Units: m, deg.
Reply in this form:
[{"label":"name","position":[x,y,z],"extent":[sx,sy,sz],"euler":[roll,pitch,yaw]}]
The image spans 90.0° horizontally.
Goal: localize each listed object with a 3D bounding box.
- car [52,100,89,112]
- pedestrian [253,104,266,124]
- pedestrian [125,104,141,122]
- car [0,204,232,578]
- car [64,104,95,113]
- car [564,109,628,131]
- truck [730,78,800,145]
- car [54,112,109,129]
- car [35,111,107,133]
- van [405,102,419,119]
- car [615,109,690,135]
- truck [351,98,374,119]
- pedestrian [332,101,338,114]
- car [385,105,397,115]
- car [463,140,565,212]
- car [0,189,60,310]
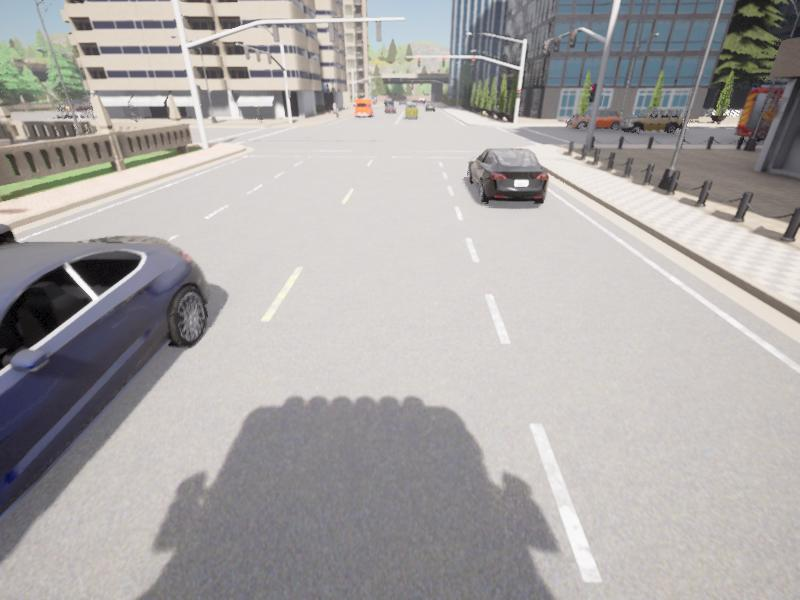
[{"label":"car","position":[-64.312,-37.909,78.178],"extent":[2.150,2.045,5.566],"euler":[1,27,2]},{"label":"pedestrian","position":[-15.126,-20.018,43.071],"extent":[0.751,1.860,0.751],"euler":[3,27,6]},{"label":"pedestrian","position":[-30.345,-21.267,45.535],"extent":[0.751,1.860,0.751],"euler":[11,29,20]},{"label":"car","position":[-3.853,0.530,3.820],"extent":[2.152,1.651,5.027],"euler":[1,27,2]},{"label":"car","position":[-60.904,-36.492,76.072],"extent":[1.812,1.442,4.674],"euler":[1,27,2]},{"label":"car","position":[17.866,-16.528,36.672],"extent":[4.553,1.767,2.097],"euler":[1,27,2]},{"label":"truck","position":[27.903,-12.449,26.491],"extent":[8.468,3.827,2.891],"euler":[1,27,2]},{"label":"car","position":[-31.910,-18.019,40.139],"extent":[4.181,1.385,1.994],"euler":[8,28,16]},{"label":"car","position":[-29.713,-16.181,36.225],"extent":[4.611,1.667,2.242],"euler":[6,28,11]},{"label":"van","position":[1.738,-27.095,57.189],"extent":[1.775,1.987,4.442],"euler":[1,27,3]},{"label":"car","position":[20.991,-14.911,33.419],"extent":[4.605,1.855,1.932],"euler":[0,27,2]},{"label":"truck","position":[-5.265,-27.682,57.783],"extent":[2.627,2.467,5.204],"euler":[1,28,2]},{"label":"pedestrian","position":[-10.766,-31.944,66.399],"extent":[0.751,1.860,0.751],"euler":[-1,27,-1]},{"label":"car","position":[-1.573,-33.106,69.567],"extent":[1.994,1.385,4.181],"euler":[0,27,-1]},{"label":"car","position":[3.523,-4.343,13.445],"extent":[2.163,1.488,4.792],"euler":[1,27,2]},{"label":"car","position":[-7.321,0.069,4.704],"extent":[1.930,1.638,5.238],"euler":[1,27,2]}]
